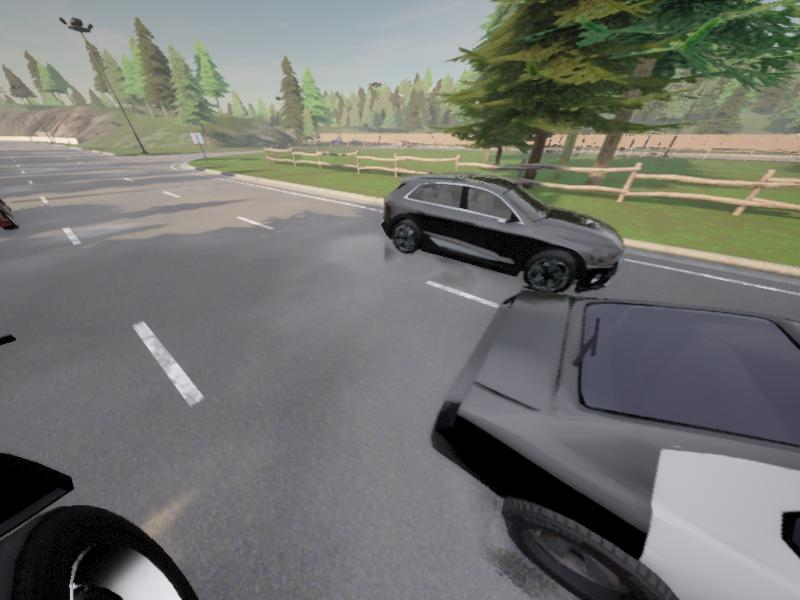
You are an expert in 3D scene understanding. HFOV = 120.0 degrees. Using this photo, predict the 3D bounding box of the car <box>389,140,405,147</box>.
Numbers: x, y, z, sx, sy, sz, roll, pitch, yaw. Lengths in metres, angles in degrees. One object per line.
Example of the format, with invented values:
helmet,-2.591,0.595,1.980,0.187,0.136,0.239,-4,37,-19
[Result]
car,-0.821,-43.169,63.639,3.988,1.617,1.851,22,41,28

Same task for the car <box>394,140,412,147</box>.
car,0.828,-44.928,66.209,4.792,1.488,2.163,22,41,28

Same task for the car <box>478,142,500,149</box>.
car,22.210,-38.620,57.667,4.718,1.301,1.895,22,41,28

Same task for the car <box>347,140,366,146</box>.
car,-12.678,-45.471,66.892,5.357,1.411,2.033,22,41,28

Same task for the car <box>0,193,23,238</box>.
car,-12.691,-2.614,6.275,4.181,1.385,1.994,22,41,28

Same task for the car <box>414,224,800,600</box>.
car,2.736,1.172,0.947,4.974,1.542,2.038,22,41,28

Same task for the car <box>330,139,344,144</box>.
car,-22.676,-56.940,82.969,4.514,1.525,2.007,22,41,28

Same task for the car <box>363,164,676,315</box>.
car,1.779,-1.727,4.953,4.856,1.649,2.033,22,41,28
